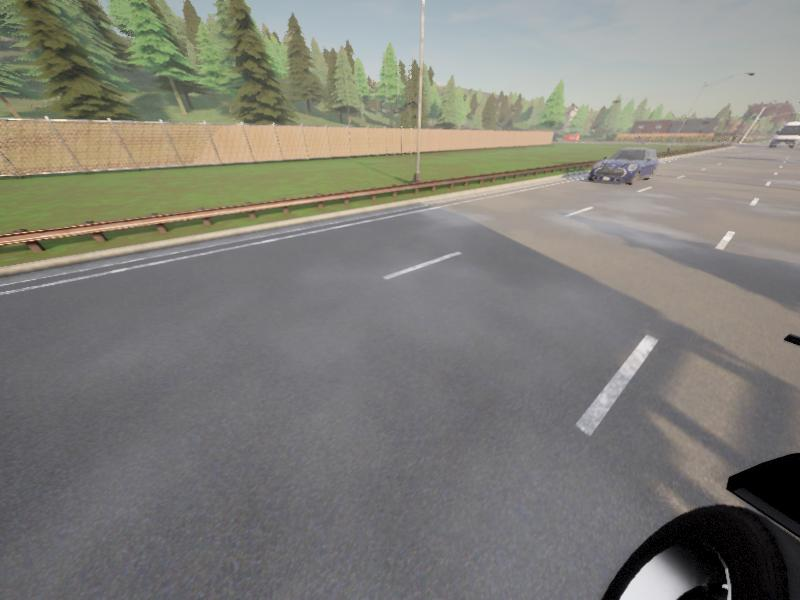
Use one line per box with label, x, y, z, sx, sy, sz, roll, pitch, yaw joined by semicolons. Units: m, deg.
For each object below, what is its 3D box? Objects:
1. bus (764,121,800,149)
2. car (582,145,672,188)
bus;79.965;-33.641;47.177;10.273;4.253;3.944;-22;40;-28
car;13.184;-7.898;13.424;4.553;1.767;2.097;-22;41;-28
